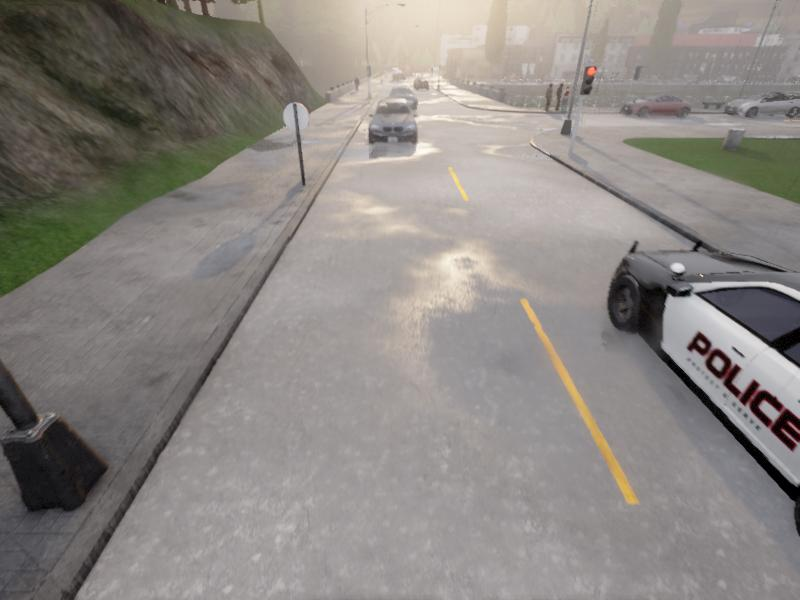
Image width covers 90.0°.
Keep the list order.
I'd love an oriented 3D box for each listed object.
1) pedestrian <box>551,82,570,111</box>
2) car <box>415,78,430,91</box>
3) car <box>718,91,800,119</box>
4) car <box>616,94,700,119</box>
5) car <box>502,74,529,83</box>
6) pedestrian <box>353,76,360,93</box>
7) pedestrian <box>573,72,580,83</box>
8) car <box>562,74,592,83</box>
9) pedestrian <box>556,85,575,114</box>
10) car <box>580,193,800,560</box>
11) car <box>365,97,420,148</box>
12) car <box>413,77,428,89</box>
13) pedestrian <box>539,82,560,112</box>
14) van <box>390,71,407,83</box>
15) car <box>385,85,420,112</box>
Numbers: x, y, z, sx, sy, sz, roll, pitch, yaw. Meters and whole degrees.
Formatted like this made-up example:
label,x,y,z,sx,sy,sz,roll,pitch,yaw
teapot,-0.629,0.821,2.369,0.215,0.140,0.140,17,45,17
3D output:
label,x,y,z,sx,sy,sz,roll,pitch,yaw
pedestrian,11.768,-14.942,29.432,0.751,1.860,0.751,-2,30,-4
car,3.262,-31.326,58.077,1.816,1.474,4.193,0,30,-1
car,25.062,-13.389,27.431,4.514,1.525,2.007,0,30,-1
car,17.565,-13.297,27.410,4.181,1.385,1.994,0,30,-1
car,24.224,-46.585,84.062,5.027,1.651,2.152,0,30,-1
pedestrian,-5.287,-26.448,49.083,0.751,1.860,0.751,-3,30,-6
pedestrian,34.458,-43.353,78.075,0.751,1.860,0.751,9,31,14
car,37.245,-46.643,84.176,5.238,1.638,1.930,0,30,-1
pedestrian,11.860,-14.360,28.676,0.751,1.860,0.751,1,30,1
car,3.851,0.448,3.722,2.038,1.542,4.974,0,30,-1
car,-0.311,-8.394,18.686,2.242,1.667,4.611,0,30,-1
car,3.203,-34.683,63.759,2.038,1.542,4.974,0,30,-1
pedestrian,10.893,-14.795,29.178,0.751,1.860,0.751,-18,35,-28
van,-0.278,-47.726,85.539,2.069,2.038,4.480,-12,32,-20
car,0.145,-16.159,32.001,2.033,1.649,4.856,-4,30,-7
